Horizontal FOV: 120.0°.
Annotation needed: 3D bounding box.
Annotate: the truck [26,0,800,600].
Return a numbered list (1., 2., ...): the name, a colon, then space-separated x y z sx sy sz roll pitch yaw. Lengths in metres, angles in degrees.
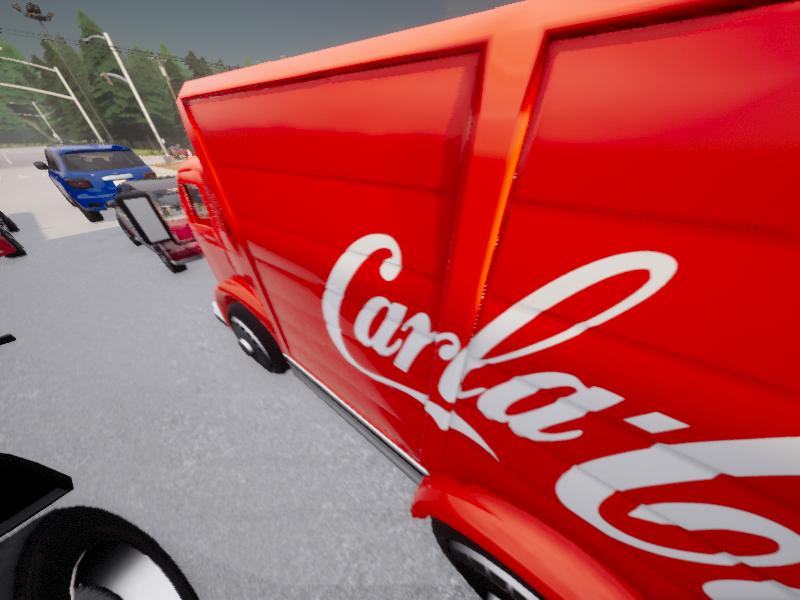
1. truck: 0.236 -0.188 2.021 5.204 2.467 2.627 22 42 28

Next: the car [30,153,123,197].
1. car: -16.138 -6.358 11.553 3.633 1.501 1.845 22 41 28

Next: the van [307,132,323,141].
1. van: -30.253 -58.181 82.309 5.915 2.561 1.988 23 42 29

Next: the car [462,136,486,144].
1. car: 16.889 -36.559 52.690 4.514 1.525 2.007 25 43 31

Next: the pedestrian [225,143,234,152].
1. pedestrian: -25.271 -22.654 34.255 0.500 1.100 0.500 21 41 27

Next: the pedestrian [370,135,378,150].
1. pedestrian: -3.816 -23.441 34.355 0.751 1.860 0.751 -18 40 -23

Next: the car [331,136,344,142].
1. car: -20.852 -53.636 76.888 3.806 1.475 1.970 23 42 29

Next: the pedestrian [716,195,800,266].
1. pedestrian: 6.783 -1.291 4.316 0.500 1.100 0.500 22 42 28

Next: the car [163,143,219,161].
1. car: -23.591 -16.884 26.263 1.816 1.474 4.193 23 42 29

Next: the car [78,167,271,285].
1. car: -5.113 -1.955 5.315 3.705 1.549 1.789 22 42 28

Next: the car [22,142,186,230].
1. car: -10.573 -4.331 8.247 5.566 2.045 2.150 22 42 28

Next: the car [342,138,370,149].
1. car: -8.207 -29.568 43.472 2.038 1.542 4.974 23 42 29

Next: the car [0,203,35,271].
1. car: -10.630 -1.709 4.956 4.611 1.667 2.242 22 42 28

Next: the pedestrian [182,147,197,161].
1. pedestrian: -20.703 -14.369 22.774 0.500 1.100 0.500 3 36 5

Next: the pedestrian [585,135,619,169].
1. pedestrian: 13.217 -9.711 15.174 0.751 1.860 0.751 -11 37 -14

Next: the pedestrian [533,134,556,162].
1. pedestrian: 11.819 -12.464 18.986 0.751 1.860 0.751 -12 37 -15

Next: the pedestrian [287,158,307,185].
1. pedestrian: -5.173 -6.491 11.653 0.500 1.100 0.500 20 41 26

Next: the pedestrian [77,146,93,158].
1. pedestrian: -36.371 -17.054 26.652 0.500 1.100 0.500 -19 40 -24

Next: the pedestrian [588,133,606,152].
1. pedestrian: 23.651 -18.938 27.732 0.751 1.860 0.751 -2 36 -2

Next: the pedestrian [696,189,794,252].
1. pedestrian: 7.020 -1.632 4.782 0.500 1.100 0.500 12 38 17

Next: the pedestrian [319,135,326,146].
1. pedestrian: -15.356 -31.587 45.775 0.751 1.860 0.751 18 40 23
